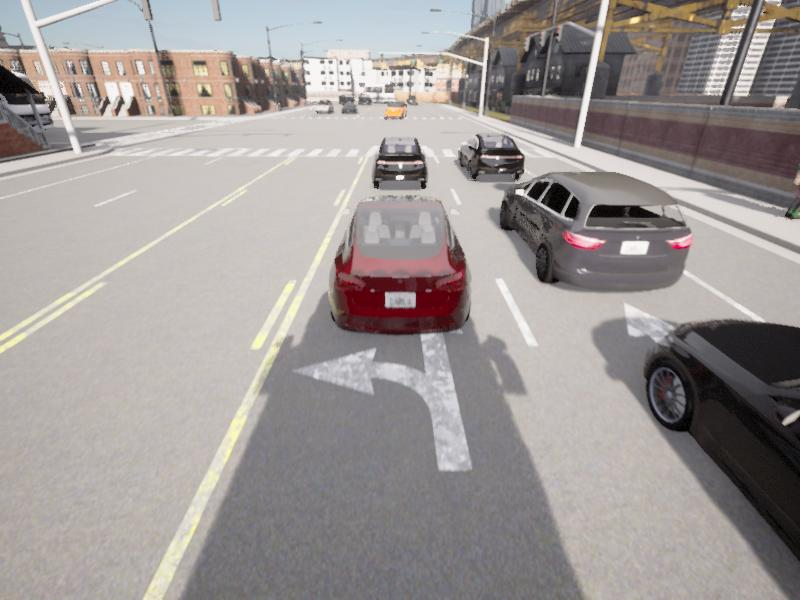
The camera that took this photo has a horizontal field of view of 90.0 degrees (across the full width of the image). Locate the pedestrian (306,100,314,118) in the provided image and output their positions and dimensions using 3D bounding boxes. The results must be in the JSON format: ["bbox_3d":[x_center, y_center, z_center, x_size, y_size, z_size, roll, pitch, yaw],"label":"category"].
[{"bbox_3d":[-10.547,-22.361,46.909,0.751,1.860,0.751,-2,28,-3],"label":"pedestrian"}]

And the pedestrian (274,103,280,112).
[{"bbox_3d":[-17.459,-27.319,56.831,0.500,1.100,0.500,-24,36,-38],"label":"pedestrian"}]

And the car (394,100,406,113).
[{"bbox_3d":[0.003,-29.386,60.715,1.882,1.535,5.008,0,28,0],"label":"car"}]

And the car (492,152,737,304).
[{"bbox_3d":[3.504,-1.740,7.932,2.242,1.667,4.611,0,28,0],"label":"car"}]

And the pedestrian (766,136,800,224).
[{"bbox_3d":[9.646,-2.798,9.380,0.751,1.860,0.751,0,28,0],"label":"pedestrian"}]

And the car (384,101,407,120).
[{"bbox_3d":[-0.481,-22.322,46.985,2.097,1.767,4.553,3,28,6],"label":"car"}]

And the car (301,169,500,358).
[{"bbox_3d":[0.001,-1.046,6.805,2.163,1.488,4.792,0,28,0],"label":"car"}]

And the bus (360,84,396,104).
[{"bbox_3d":[-5.467,-50.587,98.149,3.944,4.253,10.273,-18,33,-30],"label":"bus"}]

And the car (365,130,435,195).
[{"bbox_3d":[0.001,-5.176,14.641,2.128,1.511,4.902,0,28,0],"label":"car"}]

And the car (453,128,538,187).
[{"bbox_3d":[3.501,-5.768,15.778,2.128,1.511,4.902,0,28,0],"label":"car"}]

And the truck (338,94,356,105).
[{"bbox_3d":[-11.931,-44.982,89.777,2.390,2.098,6.274,-10,29,-18],"label":"truck"}]

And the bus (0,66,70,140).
[{"bbox_3d":[-30.069,-13.511,27.481,10.273,4.253,3.944,0,28,0],"label":"bus"}]

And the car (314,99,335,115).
[{"bbox_3d":[-10.497,-27.063,55.897,1.932,1.855,4.605,0,28,0],"label":"car"}]

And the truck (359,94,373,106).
[{"bbox_3d":[-7.502,-43.682,87.312,2.390,2.098,6.274,-5,28,-9],"label":"truck"}]

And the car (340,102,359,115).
[{"bbox_3d":[-6.996,-26.741,55.840,1.994,1.385,4.181,0,28,0],"label":"car"}]

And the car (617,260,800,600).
[{"bbox_3d":[3.500,1.310,2.366,1.812,1.442,4.674,0,28,0],"label":"car"}]
